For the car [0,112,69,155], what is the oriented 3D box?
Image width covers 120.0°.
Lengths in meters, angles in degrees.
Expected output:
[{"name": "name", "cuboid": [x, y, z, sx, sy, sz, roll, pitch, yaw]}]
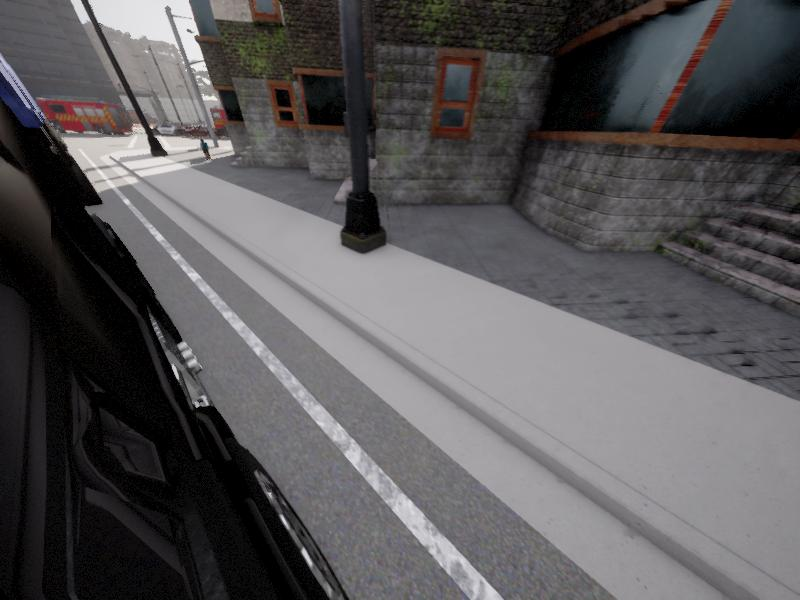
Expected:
[{"name": "car", "cuboid": [-24.982, -11.334, 15.648, 5.566, 2.045, 2.150, 29, 44, 30]}]

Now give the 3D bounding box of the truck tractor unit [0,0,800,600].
[{"name": "truck tractor unit", "cuboid": [-2.645, -0.295, 0.351, 6.516, 4.208, 3.053, 28, 44, 30]}]

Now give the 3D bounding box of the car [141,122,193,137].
[{"name": "car", "cuboid": [-34.129, -25.075, 34.014, 4.974, 1.542, 2.038, -1, 37, -5]}]

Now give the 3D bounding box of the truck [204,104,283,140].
[{"name": "truck", "cuboid": [-22.772, -26.264, 34.290, 8.468, 3.827, 2.891, -1, 37, -5]}]

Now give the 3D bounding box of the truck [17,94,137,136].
[{"name": "truck", "cuboid": [-41.096, -23.727, 29.857, 8.468, 3.827, 2.891, -1, 37, -5]}]

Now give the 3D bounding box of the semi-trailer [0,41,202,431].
[{"name": "semi-trailer", "cuboid": [-8.702, -3.591, 4.241, 14.254, 4.402, 2.717, 28, 44, 30]}]

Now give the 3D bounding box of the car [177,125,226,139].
[{"name": "car", "cuboid": [-27.186, -23.094, 31.788, 4.674, 1.442, 1.812, -1, 37, -5]}]

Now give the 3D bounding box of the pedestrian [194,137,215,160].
[{"name": "pedestrian", "cuboid": [-11.705, -9.086, 13.876, 0.500, 1.100, 0.500, 29, 44, 31]}]
